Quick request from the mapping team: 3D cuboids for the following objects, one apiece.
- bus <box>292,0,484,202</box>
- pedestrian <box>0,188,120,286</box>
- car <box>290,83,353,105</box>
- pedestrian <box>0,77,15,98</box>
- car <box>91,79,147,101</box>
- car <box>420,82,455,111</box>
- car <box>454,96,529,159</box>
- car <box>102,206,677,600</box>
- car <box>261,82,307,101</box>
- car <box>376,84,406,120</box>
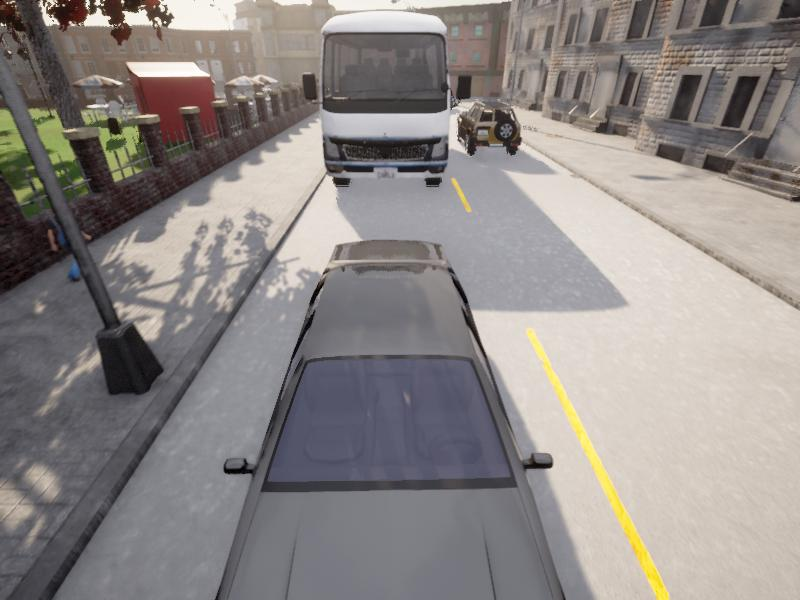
[{"bbox_3d":[-0.233,-6.948,13.677,3.944,4.253,10.273,0,30,0],"label":"bus"},{"bbox_3d":[-5.100,-0.962,6.103,0.751,1.300,0.751,0,30,-1],"label":"pedestrian"},{"bbox_3d":[-7.094,-18.943,36.776,5.238,1.638,1.930,2,30,4],"label":"car"},{"bbox_3d":[-41.736,-22.361,42.126,0.751,1.860,0.751,1,30,1],"label":"pedestrian"},{"bbox_3d":[-28.189,-21.147,40.282,3.866,1.878,1.905,0,30,0],"label":"car"},{"bbox_3d":[2.998,-16.821,32.910,1.905,1.878,3.866,-4,31,-8],"label":"car"},{"bbox_3d":[3.576,-7.257,16.557,1.932,1.855,4.605,0,30,-1],"label":"car"},{"bbox_3d":[-0.090,0.691,3.452,2.033,1.411,5.357,0,30,-2],"label":"car"},{"bbox_3d":[-11.651,-21.088,40.474,3.988,1.617,1.851,0,30,0],"label":"car"},{"bbox_3d":[-0.605,-13.609,27.402,1.905,1.878,3.866,-1,31,-1],"label":"car"}]
